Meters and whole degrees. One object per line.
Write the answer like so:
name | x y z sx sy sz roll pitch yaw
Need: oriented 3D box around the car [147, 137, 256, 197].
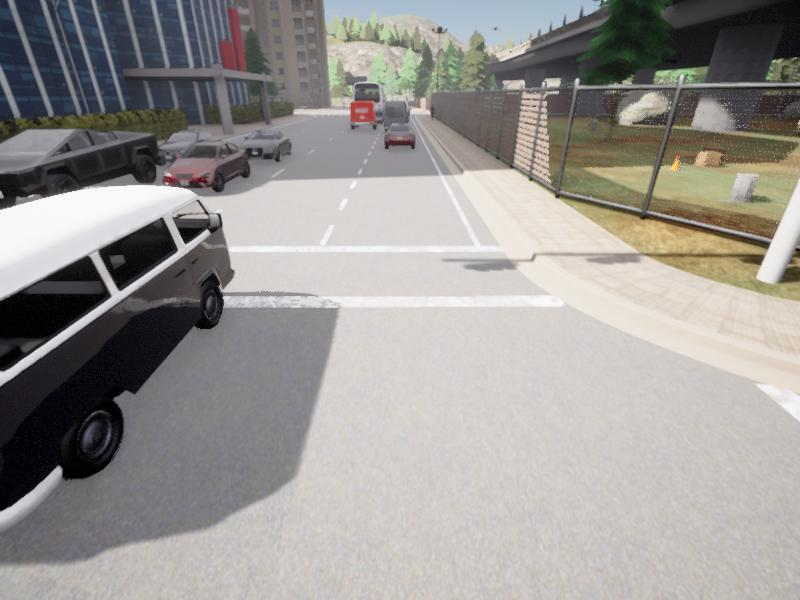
car | -7.005 -5.002 14.725 1.816 1.474 4.193 0 27 0

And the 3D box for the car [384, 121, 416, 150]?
car | -0.016 -10.928 26.425 1.994 1.385 4.181 0 27 0

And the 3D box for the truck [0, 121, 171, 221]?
truck | -10.504 -4.463 12.980 2.390 2.098 6.274 0 27 0

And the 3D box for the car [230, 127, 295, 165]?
car | -7.021 -8.146 20.979 1.994 1.385 4.181 0 27 -1

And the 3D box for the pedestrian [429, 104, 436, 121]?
pedestrian | 3.945 -22.970 49.016 0.751 1.860 0.751 4 27 7

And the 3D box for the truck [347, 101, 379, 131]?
truck | -3.532 -18.272 39.539 2.627 2.467 5.204 0 27 0

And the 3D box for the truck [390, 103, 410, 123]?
truck | -0.045 -24.013 51.168 2.390 2.098 6.274 0 27 0

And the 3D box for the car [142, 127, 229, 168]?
car | -10.511 -7.755 20.125 1.812 1.442 4.674 0 27 0

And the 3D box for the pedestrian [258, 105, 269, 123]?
pedestrian | -15.467 -21.081 45.284 0.751 1.860 0.751 0 27 -1

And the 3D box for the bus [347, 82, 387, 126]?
bus | -3.662 -23.435 47.670 3.944 4.253 10.273 0 27 0

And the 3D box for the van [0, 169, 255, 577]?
van | -3.493 0.029 4.355 2.069 2.038 4.480 0 28 0

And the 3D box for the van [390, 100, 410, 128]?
van | -0.033 -20.370 43.576 1.988 2.561 5.915 0 27 0

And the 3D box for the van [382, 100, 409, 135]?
van | -0.295 -16.554 36.123 1.988 2.561 5.915 2 27 3
